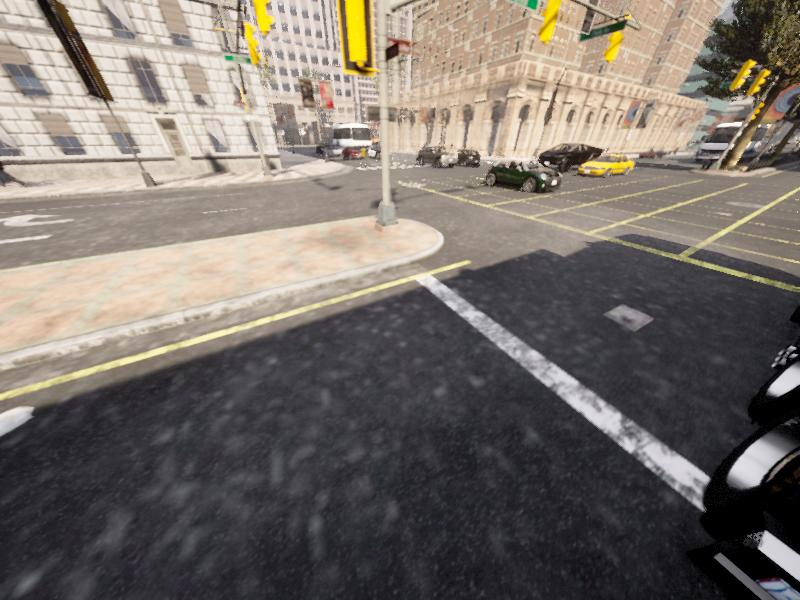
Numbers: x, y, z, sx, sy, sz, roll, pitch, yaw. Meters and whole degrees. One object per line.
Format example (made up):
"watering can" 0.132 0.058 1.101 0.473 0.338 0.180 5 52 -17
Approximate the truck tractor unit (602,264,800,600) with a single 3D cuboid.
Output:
"truck tractor unit" 5.109 -0.301 0.786 6.516 4.208 3.053 -18 39 -24

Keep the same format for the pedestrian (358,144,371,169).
"pedestrian" -3.275 -13.193 21.270 0.751 1.860 0.751 -23 41 -30

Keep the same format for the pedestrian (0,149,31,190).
"pedestrian" -19.458 -6.415 11.118 0.751 1.860 0.751 -16 38 -22

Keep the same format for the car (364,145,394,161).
"car" -2.935 -20.422 31.996 2.038 1.542 4.974 -18 39 -25

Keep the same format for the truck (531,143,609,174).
"truck" 14.892 -12.515 20.293 6.274 2.098 2.390 -18 39 -25

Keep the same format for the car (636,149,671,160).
"car" 38.087 -21.916 34.701 4.718 1.301 1.895 -18 39 -25

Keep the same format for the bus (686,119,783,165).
"bus" 42.637 -20.075 29.514 10.273 4.253 3.944 -18 39 -24

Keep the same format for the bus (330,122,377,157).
"bus" -7.973 -26.629 38.493 3.944 4.253 10.273 -18 39 -24

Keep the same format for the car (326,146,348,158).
"car" -9.955 -23.247 36.201 1.895 1.301 4.718 -18 39 -25

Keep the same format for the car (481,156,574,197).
"car" 6.790 -6.951 12.764 1.970 1.475 3.806 -18 39 -25

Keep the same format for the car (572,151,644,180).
"car" 15.803 -10.291 17.554 5.366 1.575 1.801 -18 39 -24

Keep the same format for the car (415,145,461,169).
"car" 3.560 -14.218 22.835 1.932 1.855 4.605 -18 38 -25

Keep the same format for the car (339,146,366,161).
"car" -6.493 -19.921 31.320 1.812 1.442 4.674 -18 39 -25

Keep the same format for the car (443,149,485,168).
"car" 6.543 -14.924 24.225 1.816 1.474 4.193 -16 38 -22
